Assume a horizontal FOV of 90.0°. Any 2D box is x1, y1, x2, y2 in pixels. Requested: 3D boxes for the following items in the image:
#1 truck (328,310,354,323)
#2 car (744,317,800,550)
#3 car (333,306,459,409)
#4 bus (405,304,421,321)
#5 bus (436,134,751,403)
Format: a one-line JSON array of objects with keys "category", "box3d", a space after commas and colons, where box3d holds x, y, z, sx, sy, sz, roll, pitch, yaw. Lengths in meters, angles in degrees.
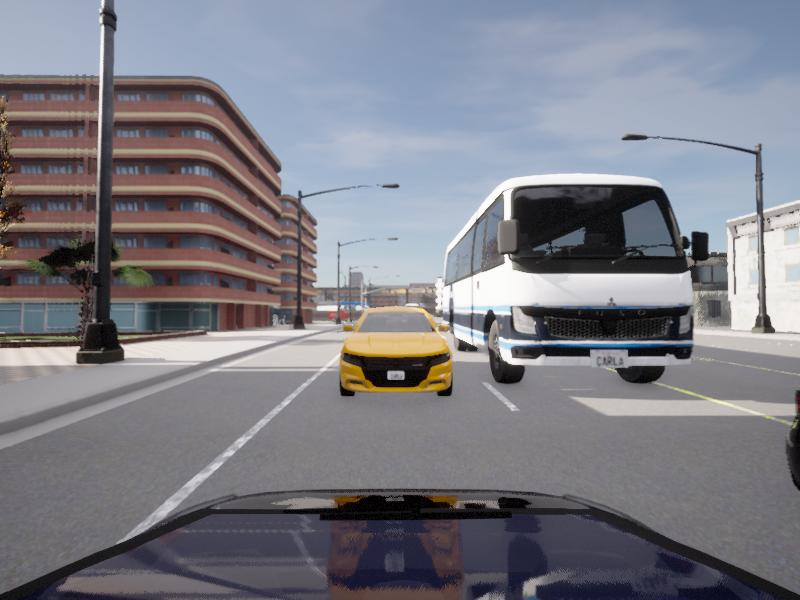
[{"category": "truck", "box3d": [-12.108, 3.397, 82.474, 5.204, 2.467, 2.627, 0, -2, -2]}, {"category": "car", "box3d": [3.486, 0.858, 0.886, 1.816, 1.474, 4.193, 0, 0, 0]}, {"category": "car", "box3d": [-0.077, 0.890, 8.456, 1.882, 1.535, 5.008, 0, -1, 0]}, {"category": "bus", "box3d": [3.401, 3.218, 106.459, 3.944, 4.253, 10.273, 0, -2, -1]}, {"category": "bus", "box3d": [3.519, -0.413, 11.459, 3.944, 4.253, 10.273, 0, -1, 0]}]
